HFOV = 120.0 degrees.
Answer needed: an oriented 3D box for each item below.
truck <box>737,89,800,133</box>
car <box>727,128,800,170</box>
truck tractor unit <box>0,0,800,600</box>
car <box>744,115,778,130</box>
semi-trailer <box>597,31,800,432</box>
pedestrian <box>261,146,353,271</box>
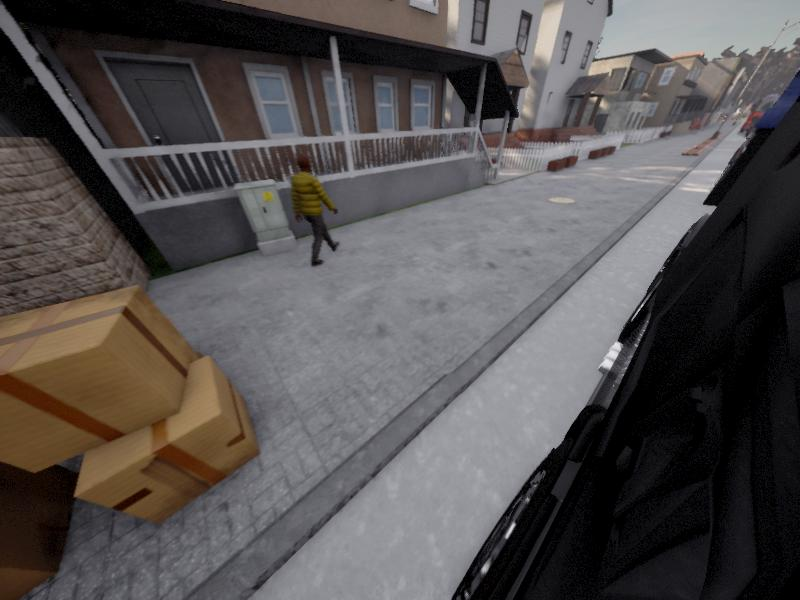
[{"bbox_3d":[45.843,-23.249,28.647,8.468,3.827,2.891,-28,44,-30],"label":"truck"},{"bbox_3d":[18.692,-7.715,11.640,4.181,1.385,1.994,-28,44,-30],"label":"car"},{"bbox_3d":[2.645,-0.295,0.351,6.516,4.208,3.053,-28,44,-30],"label":"truck tractor unit"},{"bbox_3d":[52.395,-25.788,33.585,4.792,1.488,2.163,-28,44,-30],"label":"car"},{"bbox_3d":[8.760,-3.561,4.167,14.254,4.402,2.717,-27,43,-29],"label":"semi-trailer"},{"bbox_3d":[-1.513,-1.572,4.092,0.751,1.860,0.751,14,40,21],"label":"pedestrian"}]
